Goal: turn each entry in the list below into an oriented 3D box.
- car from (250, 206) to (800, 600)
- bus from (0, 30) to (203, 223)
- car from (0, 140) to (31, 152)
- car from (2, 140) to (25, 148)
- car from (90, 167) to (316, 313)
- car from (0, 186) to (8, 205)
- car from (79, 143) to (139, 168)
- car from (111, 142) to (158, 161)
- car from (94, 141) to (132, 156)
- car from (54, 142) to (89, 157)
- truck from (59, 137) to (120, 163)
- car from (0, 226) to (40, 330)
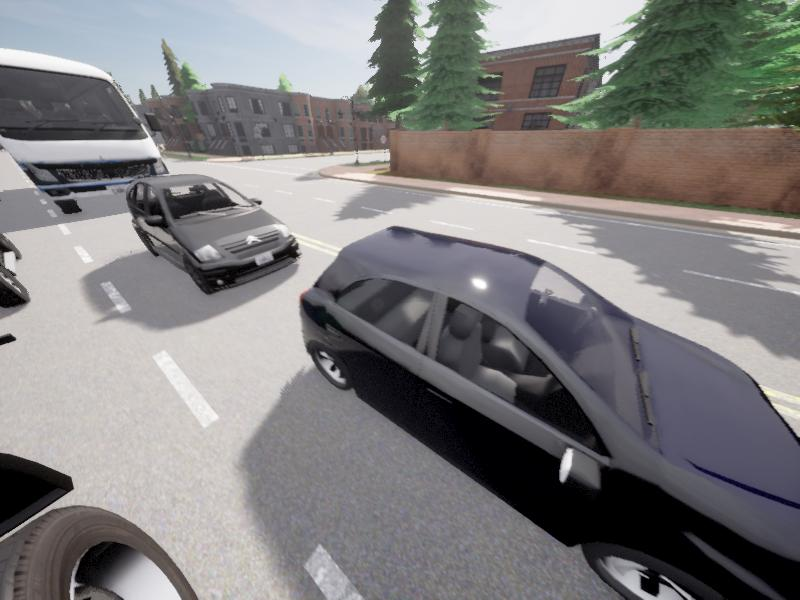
[{"bbox_3d":[0.829,0.397,2.028,3.633,1.501,1.845,22,41,28],"label":"car"},{"bbox_3d":[-13.592,-6.642,9.543,10.273,4.253,3.944,21,40,28],"label":"bus"},{"bbox_3d":[-64.450,-25.349,37.971,1.845,1.501,3.633,-7,36,-10],"label":"car"},{"bbox_3d":[-81.915,-33.088,48.942,5.357,1.411,2.033,22,41,28],"label":"car"},{"bbox_3d":[-3.922,-1.561,4.697,3.988,1.617,1.851,22,41,28],"label":"car"},{"bbox_3d":[-17.608,-4.618,8.988,3.633,1.501,1.845,22,41,28],"label":"car"},{"bbox_3d":[-26.306,-13.098,20.862,5.027,1.651,2.152,22,41,28],"label":"car"},{"bbox_3d":[-31.119,-17.506,27.074,5.027,1.651,2.152,22,41,28],"label":"car"},{"bbox_3d":[-39.616,-20.952,31.887,4.856,1.649,2.033,22,41,28],"label":"car"},{"bbox_3d":[-44.104,-20.250,30.986,4.193,1.474,1.816,22,41,28],"label":"car"},{"bbox_3d":[-32.904,-15.967,24.463,6.274,2.098,2.390,22,41,28],"label":"truck"},{"bbox_3d":[-7.849,-0.806,3.361,4.605,1.855,1.932,22,41,28],"label":"car"}]
